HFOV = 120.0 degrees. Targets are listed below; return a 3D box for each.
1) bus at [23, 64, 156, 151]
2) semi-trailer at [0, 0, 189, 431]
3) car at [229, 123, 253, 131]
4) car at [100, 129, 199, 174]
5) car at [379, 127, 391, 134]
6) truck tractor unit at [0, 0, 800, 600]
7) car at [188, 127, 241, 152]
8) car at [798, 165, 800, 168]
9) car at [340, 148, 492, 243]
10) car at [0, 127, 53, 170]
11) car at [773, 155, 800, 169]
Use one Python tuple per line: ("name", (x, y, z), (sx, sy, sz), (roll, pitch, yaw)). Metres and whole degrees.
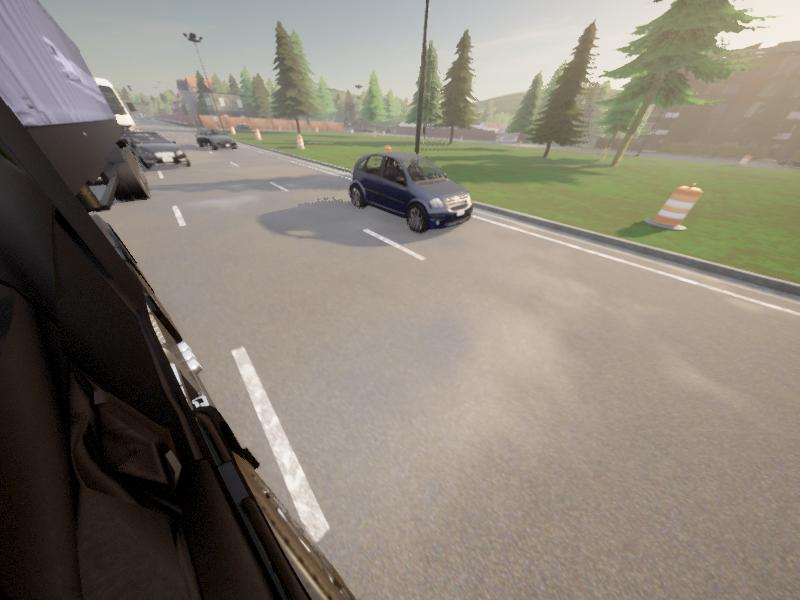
("bus", (-24.111, -15.235, 18.861), (3.944, 4.253, 10.273), (-27, 46, -34))
("semi-trailer", (-8.089, -3.967, 4.738), (2.717, 4.402, 14.254), (-27, 46, -33))
("car", (-36.866, -40.147, 53.613), (1.970, 1.475, 3.806), (24, 42, 26))
("car", (-13.026, -7.838, 12.010), (4.902, 1.511, 2.128), (26, 43, 28))
("car", (-5.743, -65.567, 89.324), (1.932, 1.855, 4.605), (-27, 46, -33))
("truck tractor unit", (-2.645, -0.295, 0.351), (6.516, 4.208, 3.053), (28, 44, 30))
("car", (-15.744, -13.676, 19.656), (4.193, 1.474, 1.816), (26, 42, 27))
("car", (54.347, -17.372, 29.227), (1.845, 1.501, 3.633), (-27, 46, -33))
("car", (0.195, -3.298, 6.742), (1.851, 1.617, 3.988), (-27, 46, -34))
("car", (-19.032, -7.239, 10.924), (1.994, 1.385, 4.181), (-27, 46, -34))
("car", (50.500, -16.832, 28.444), (1.895, 1.301, 4.718), (-27, 46, -33))
